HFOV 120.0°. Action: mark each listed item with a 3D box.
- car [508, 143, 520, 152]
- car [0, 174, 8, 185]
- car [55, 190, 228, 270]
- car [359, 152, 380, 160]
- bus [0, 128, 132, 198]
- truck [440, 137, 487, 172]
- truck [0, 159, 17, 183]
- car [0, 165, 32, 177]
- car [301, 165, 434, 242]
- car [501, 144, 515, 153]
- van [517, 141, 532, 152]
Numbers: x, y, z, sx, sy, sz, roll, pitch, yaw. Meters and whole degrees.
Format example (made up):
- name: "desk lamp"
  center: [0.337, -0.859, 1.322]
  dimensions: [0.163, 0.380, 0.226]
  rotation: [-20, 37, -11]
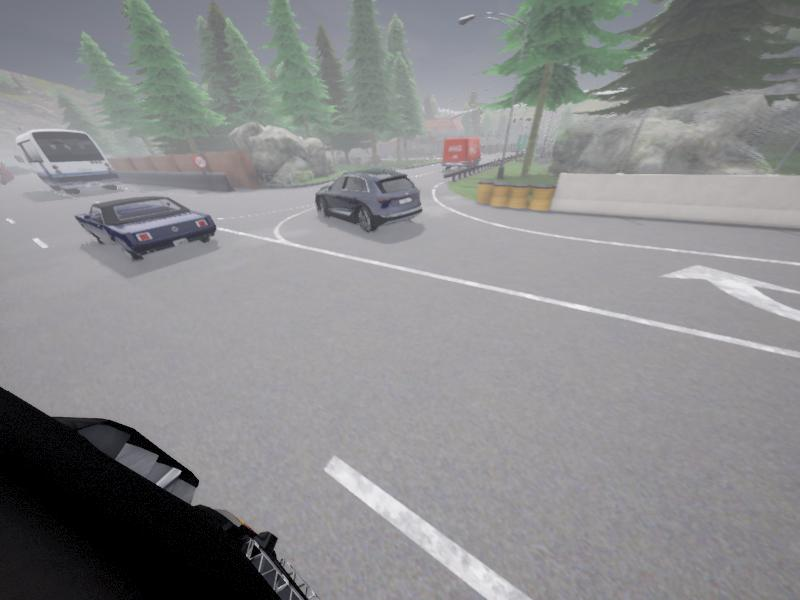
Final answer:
- name: "car"
  center: [30.362, -40.708, 61.442]
  dimensions: [1.932, 1.855, 4.605]
  rotation: [16, 38, 26]
- name: "car"
  center: [-57.612, -17.197, 32.358]
  dimensions: [4.553, 1.767, 2.097]
  rotation: [19, 39, 29]
- name: "car"
  center: [-7.602, -2.294, 6.793]
  dimensions: [4.718, 1.301, 1.895]
  rotation: [16, 38, 26]
- name: "car"
  center: [-7.451, -34.944, 56.016]
  dimensions: [4.674, 1.442, 1.812]
  rotation: [17, 38, 27]
- name: "bus"
  center: [-28.805, -11.730, 19.864]
  dimensions: [10.273, 4.253, 3.944]
  rotation: [17, 38, 27]
- name: "truck"
  center: [6.046, -13.763, 21.786]
  dimensions: [2.627, 2.467, 5.204]
  rotation: [17, 38, 26]
- name: "truck"
  center: [-65.337, -20.868, 36.600]
  dimensions: [8.468, 3.827, 2.891]
  rotation: [22, 41, 32]
- name: "car"
  center: [-91.503, -30.812, 55.091]
  dimensions: [2.150, 2.045, 5.566]
  rotation: [-26, 40, -31]
- name: "car"
  center: [-1.320, -3.685, 8.162]
  dimensions: [2.033, 1.649, 4.856]
  rotation: [-29, 41, -31]
- name: "car"
  center: [26.144, -36.522, 55.647]
  dimensions: [2.038, 1.542, 4.974]
  rotation: [16, 38, 26]
- name: "van"
  center: [28.956, -35.634, 53.713]
  dimensions: [2.069, 2.038, 4.480]
  rotation: [16, 38, 26]
